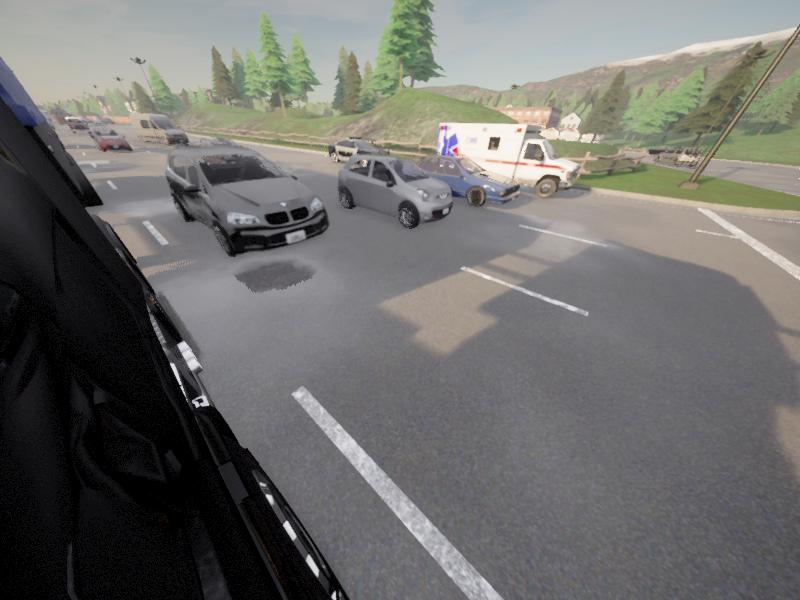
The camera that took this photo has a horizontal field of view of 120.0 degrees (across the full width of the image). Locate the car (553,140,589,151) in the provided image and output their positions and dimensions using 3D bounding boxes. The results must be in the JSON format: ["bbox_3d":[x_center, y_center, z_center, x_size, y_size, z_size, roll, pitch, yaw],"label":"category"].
[{"bbox_3d":[32.950,-29.983,44.688,2.033,1.411,5.357,-13,39,-20],"label":"car"}]

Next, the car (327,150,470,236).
[{"bbox_3d":[-0.168,-3.348,6.830,3.633,1.501,1.845,28,44,30],"label":"car"}]

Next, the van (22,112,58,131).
[{"bbox_3d":[-62.704,-31.211,40.352,6.366,2.431,2.351,28,43,30],"label":"van"}]

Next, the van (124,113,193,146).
[{"bbox_3d":[-25.419,-17.980,24.391,5.915,2.561,1.988,16,39,18],"label":"van"}]

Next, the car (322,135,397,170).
[{"bbox_3d":[-2.850,-10.251,15.917,5.238,1.638,1.930,28,43,30],"label":"car"}]

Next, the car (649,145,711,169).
[{"bbox_3d":[28.049,-14.516,23.361,1.851,1.617,3.988,10,37,10],"label":"car"}]

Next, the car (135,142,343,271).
[{"bbox_3d":[-3.824,-2.610,5.522,4.611,1.667,2.242,28,44,30],"label":"car"}]

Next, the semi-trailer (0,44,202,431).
[{"bbox_3d":[-8.713,-3.574,4.245,14.254,4.402,2.717,28,44,30],"label":"semi-trailer"}]

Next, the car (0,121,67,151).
[{"bbox_3d":[-28.817,-13.033,18.297,5.027,1.651,2.152,28,44,30],"label":"car"}]

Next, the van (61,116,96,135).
[{"bbox_3d":[-47.388,-25.661,33.998,4.480,2.038,2.069,28,43,29],"label":"van"}]

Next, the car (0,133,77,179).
[{"bbox_3d":[-17.051,-6.729,10.629,4.181,1.385,1.994,28,43,30],"label":"car"}]

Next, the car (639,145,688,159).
[{"bbox_3d":[39.424,-22.337,34.793,1.895,1.301,4.718,-2,37,-6],"label":"car"}]

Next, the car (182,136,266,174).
[{"bbox_3d":[-10.398,-8.680,13.597,5.357,1.411,2.033,28,44,30],"label":"car"}]

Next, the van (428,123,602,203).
[{"bbox_3d":[4.730,-6.579,10.704,6.366,2.431,2.351,28,43,30],"label":"van"}]

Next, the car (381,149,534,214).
[{"bbox_3d":[1.924,-4.910,9.168,5.357,1.411,2.033,28,43,30],"label":"car"}]

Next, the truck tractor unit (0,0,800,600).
[{"bbox_3d":[-2.645,-0.295,0.351,6.516,4.208,3.053,28,44,30],"label":"truck tractor unit"}]

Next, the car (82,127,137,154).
[{"bbox_3d":[-22.076,-12.164,17.565,3.633,1.501,1.845,28,43,30],"label":"car"}]

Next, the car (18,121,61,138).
[{"bbox_3d":[-42.438,-20.149,27.296,4.792,1.488,2.163,28,43,30],"label":"car"}]
